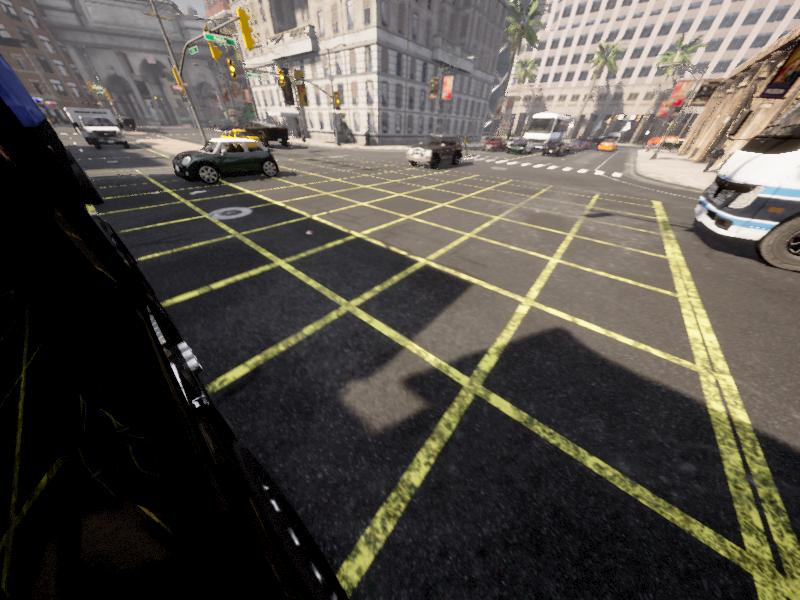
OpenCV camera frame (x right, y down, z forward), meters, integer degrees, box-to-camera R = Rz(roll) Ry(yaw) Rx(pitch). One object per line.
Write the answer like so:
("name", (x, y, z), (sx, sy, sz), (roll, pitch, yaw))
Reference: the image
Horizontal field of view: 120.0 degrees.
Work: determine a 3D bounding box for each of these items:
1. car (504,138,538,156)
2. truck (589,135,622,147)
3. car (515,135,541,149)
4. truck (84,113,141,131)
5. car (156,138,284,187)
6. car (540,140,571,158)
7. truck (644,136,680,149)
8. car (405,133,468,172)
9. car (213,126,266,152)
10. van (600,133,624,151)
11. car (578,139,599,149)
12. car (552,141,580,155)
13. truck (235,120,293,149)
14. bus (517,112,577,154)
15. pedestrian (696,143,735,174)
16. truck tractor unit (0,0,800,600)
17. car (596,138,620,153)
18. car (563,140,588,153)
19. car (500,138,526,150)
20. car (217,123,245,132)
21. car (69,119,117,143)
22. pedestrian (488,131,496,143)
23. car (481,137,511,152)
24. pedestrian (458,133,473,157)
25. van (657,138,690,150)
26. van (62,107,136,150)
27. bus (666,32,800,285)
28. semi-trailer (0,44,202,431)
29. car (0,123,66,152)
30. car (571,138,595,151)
("car", (14.551, -18.414, 27.674), (2.038, 1.542, 4.974), (28, 44, 30))
("truck", (51.179, -39.742, 57.653), (6.274, 2.098, 2.390), (-6, 38, -11))
("car", (21.483, -26.505, 38.712), (2.242, 1.667, 4.611), (28, 44, 30))
("truck", (-47.913, -29.662, 38.574), (6.274, 2.098, 2.390), (7, 37, 7))
("car", (-7.661, -6.231, 10.249), (1.970, 1.475, 3.806), (28, 44, 30))
("car", (18.109, -17.586, 26.824), (1.816, 1.474, 4.193), (28, 44, 30))
("truck", (65.014, -39.226, 57.453), (5.204, 2.467, 2.627), (28, 44, 30))
("car", (2.537, -10.194, 15.761), (1.932, 1.855, 4.605), (28, 45, 30))
("car", (-14.579, -14.609, 20.903), (5.366, 1.575, 1.801), (28, 44, 30))
("van", (38.740, -28.869, 42.121), (1.988, 2.561, 5.915), (28, 44, 30))
("car", (36.426, -30.101, 44.581), (2.033, 1.411, 5.357), (28, 44, 30))
("car", (22.285, -20.393, 30.945), (1.895, 1.301, 4.718), (28, 44, 30))
("truck", (-14.243, -17.392, 24.191), (6.274, 2.098, 2.390), (28, 44, 30))
("bus", (21.231, -23.980, 33.193), (3.944, 4.253, 10.273), (28, 44, 30))
("pedestrian", (22.767, -10.239, 16.708), (0.751, 1.860, 0.751), (28, 44, 30))
("truck tractor unit", (-2.645, -0.295, 0.351), (6.516, 4.208, 3.053), (28, 44, 30))
("car", (34.107, -25.395, 37.858), (2.097, 1.767, 4.553), (28, 44, 30))
("car", (26.899, -23.580, 35.364), (2.033, 1.411, 5.357), (28, 44, 30))
("car", (16.929, -23.257, 34.445), (1.895, 1.301, 4.718), (28, 44, 30))
("car", (-36.357, -37.096, 49.728), (1.994, 1.385, 4.181), (22, 41, 24))
("car", (-30.136, -16.645, 22.679), (4.856, 1.649, 2.033), (28, 44, 30))
("pedestrian", (17.986, -31.738, 45.017), (0.751, 1.860, 0.751), (-19, 42, -26))
("car", (12.552, -20.274, 30.105), (1.812, 1.442, 4.674), (28, 44, 30))
("pedestrian", (6.192, -14.655, 21.883), (0.751, 1.860, 0.751), (27, 43, 29))
("van", (64.201, -36.719, 54.438), (4.480, 2.038, 2.069), (28, 44, 30))
("van", (-24.257, -13.833, 18.612), (6.366, 2.431, 2.351), (28, 44, 30))
("bus", (11.798, -1.538, 2.804), (10.273, 4.253, 3.944), (27, 44, 31))
("semi-trailer", (-8.698, -3.599, 4.239), (14.254, 4.402, 2.717), (28, 44, 30))
("car", (-26.174, -11.685, 16.507), (5.357, 1.411, 2.033), (28, 44, 30))
("car", (31.534, -26.863, 39.805), (2.152, 1.651, 5.027), (29, 44, 30))
